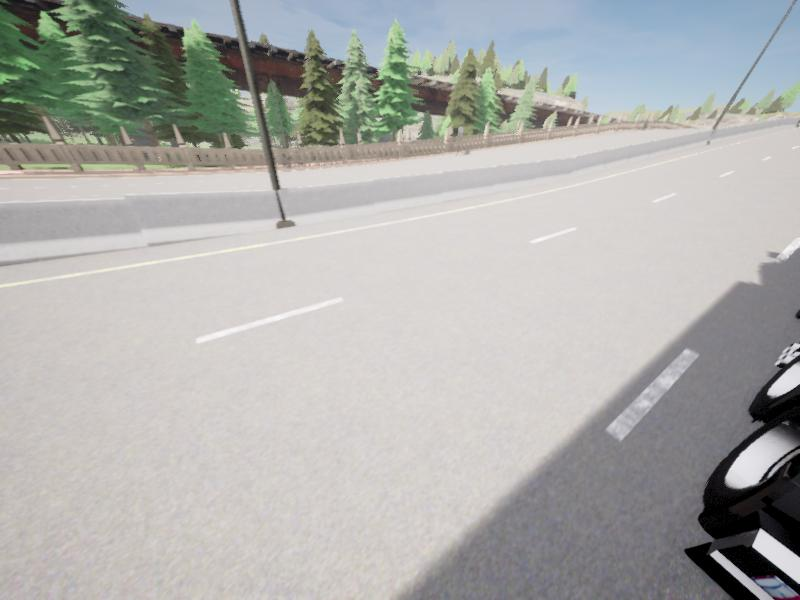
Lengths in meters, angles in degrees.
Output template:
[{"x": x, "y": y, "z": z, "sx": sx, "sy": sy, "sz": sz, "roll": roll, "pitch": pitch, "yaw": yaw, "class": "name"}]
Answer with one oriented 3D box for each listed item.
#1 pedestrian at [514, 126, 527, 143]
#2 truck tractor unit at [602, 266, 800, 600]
[{"x": 17.088, "y": -23.494, "z": 32.819, "sx": 0.751, "sy": 1.860, "sz": 0.751, "roll": -15, "pitch": 38, "yaw": -26, "class": "pedestrian"}, {"x": 5.096, "y": -0.320, "z": 0.756, "sx": 6.516, "sy": 4.208, "sz": 3.053, "roll": -19, "pitch": 39, "yaw": -23, "class": "truck tractor unit"}]
